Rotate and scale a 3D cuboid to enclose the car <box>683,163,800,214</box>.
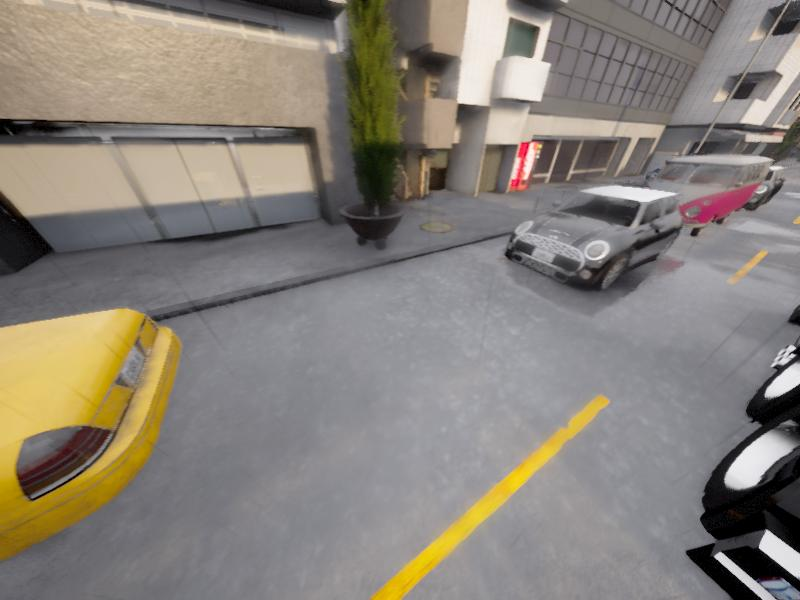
[{"bbox_3d":[14.797,-4.947,9.994,3.806,1.475,1.970,-18,39,-24],"label":"car"}]

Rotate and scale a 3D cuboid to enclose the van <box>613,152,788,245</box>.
[{"bbox_3d":[9.294,-3.371,7.222,4.442,1.987,1.775,-18,39,-24],"label":"van"}]

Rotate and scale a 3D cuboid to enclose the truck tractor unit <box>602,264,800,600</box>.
[{"bbox_3d":[5.115,-0.295,0.789,6.516,4.208,3.053,-18,39,-24],"label":"truck tractor unit"}]

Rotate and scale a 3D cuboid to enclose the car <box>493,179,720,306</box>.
[{"bbox_3d":[4.286,-1.536,4.977,3.806,1.475,1.970,-18,39,-24],"label":"car"}]

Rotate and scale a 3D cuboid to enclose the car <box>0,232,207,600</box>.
[{"bbox_3d":[-4.387,1.234,0.810,5.366,1.575,1.801,-18,39,-24],"label":"car"}]
